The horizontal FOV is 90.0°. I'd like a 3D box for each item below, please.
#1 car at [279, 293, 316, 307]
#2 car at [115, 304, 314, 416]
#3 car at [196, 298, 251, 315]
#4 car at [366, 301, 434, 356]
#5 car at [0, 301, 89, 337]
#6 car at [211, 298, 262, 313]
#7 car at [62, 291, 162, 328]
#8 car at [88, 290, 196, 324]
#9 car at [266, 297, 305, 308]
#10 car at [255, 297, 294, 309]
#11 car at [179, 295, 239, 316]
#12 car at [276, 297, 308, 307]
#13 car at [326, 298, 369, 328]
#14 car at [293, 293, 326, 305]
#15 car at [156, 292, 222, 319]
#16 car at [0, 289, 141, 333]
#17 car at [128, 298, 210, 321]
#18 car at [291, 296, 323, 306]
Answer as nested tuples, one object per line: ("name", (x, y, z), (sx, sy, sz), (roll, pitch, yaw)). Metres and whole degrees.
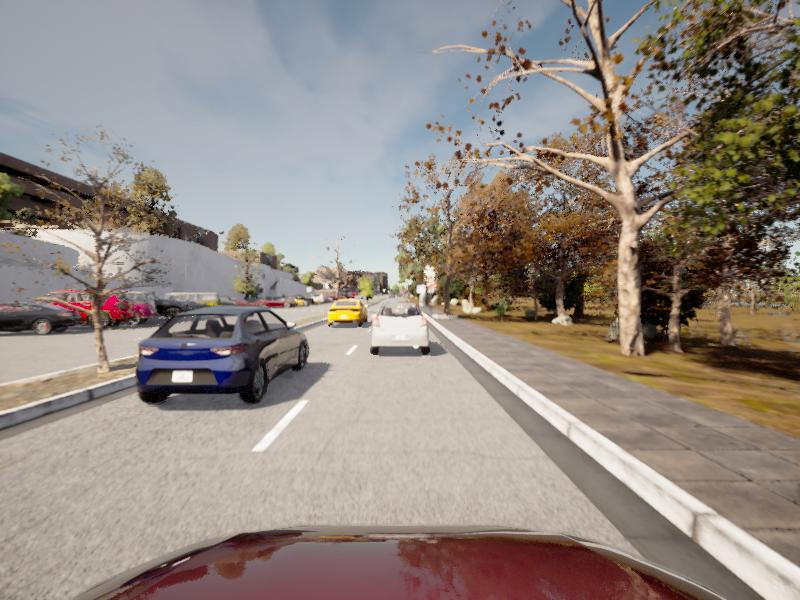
("car", (-16.809, -0.007, 65.470), (5.566, 2.045, 2.435), (-1, 0, -20))
("car", (-2.999, 0.843, 7.583), (1.816, 1.474, 4.193), (0, 0, 0))
("car", (-16.845, 0.588, 38.435), (4.674, 1.452, 2.002), (-1, 1, -20))
("car", (0.001, 0.789, 12.788), (1.845, 1.501, 3.633), (0, 0, 0))
("car", (-16.860, 0.804, 17.553), (4.674, 1.452, 2.002), (-1, 1, -20))
("car", (-16.822, 0.545, 41.454), (4.792, 1.488, 2.163), (-1, 0, -20))
("car", (-16.755, 0.479, 23.565), (4.442, 1.987, 1.878), (-1, 0, -20))
("car", (-16.836, 0.423, 26.517), (5.566, 2.045, 2.435), (-1, 0, -20))
("car", (-17.008, 0.321, 59.382), (5.366, 1.575, 1.946), (-1, 1, -20))
("car", (-16.814, 0.417, 53.459), (4.792, 1.488, 2.163), (-1, 0, -20))
("car", (-16.824, 0.454, 35.461), (4.553, 1.767, 2.185), (-1, 1, -20))
("car", (-16.838, 0.323, 62.455), (4.674, 1.452, 2.002), (-1, 0, -20))
("car", (-2.999, 0.689, 23.763), (1.882, 1.535, 5.008), (0, 1, 0))
("car", (-16.855, -0.163, 74.449), (5.566, 2.045, 2.435), (-1, 1, -20))
("car", (-16.965, 0.388, 32.425), (4.442, 1.987, 1.878), (-1, 1, -20))
("car", (-16.891, 0.487, 20.521), (5.566, 2.045, 2.435), (-1, 1, -20))
("car", (-16.850, 0.644, 29.488), (4.892, 1.521, 2.231), (-1, 1, -20))
("car", (-16.656, 0.138, 71.527), (5.366, 1.575, 1.946), (-1, 1, -20))
